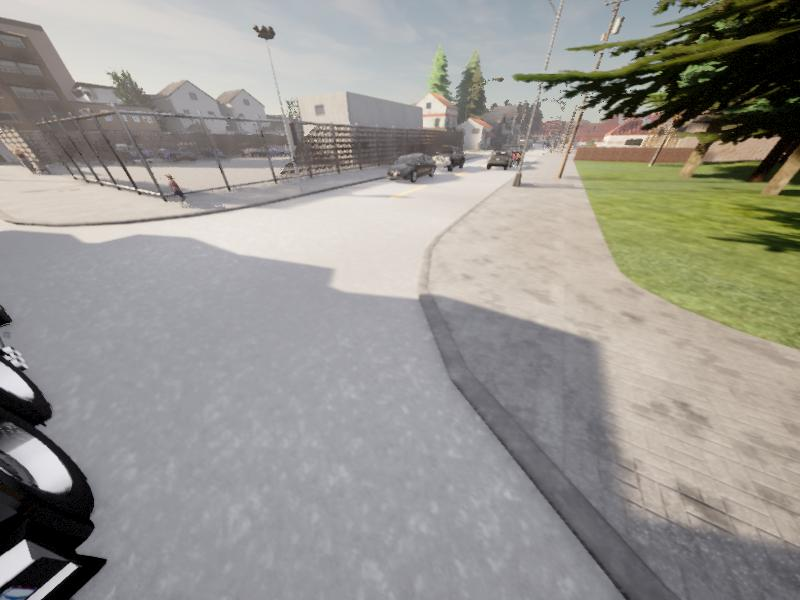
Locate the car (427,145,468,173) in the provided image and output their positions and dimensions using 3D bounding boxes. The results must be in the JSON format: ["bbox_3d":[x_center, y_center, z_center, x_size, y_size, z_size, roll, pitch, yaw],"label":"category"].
[{"bbox_3d":[4.256,-12.598,20.457,1.932,1.855,4.605,18,39,24],"label":"car"}]

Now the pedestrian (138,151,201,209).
[{"bbox_3d":[-8.715,-4.571,8.817,0.751,1.860,0.751,11,36,16],"label":"pedestrian"}]

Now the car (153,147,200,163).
[{"bbox_3d":[-29.093,-19.038,30.234,1.789,1.547,3.705,18,39,25],"label":"car"}]

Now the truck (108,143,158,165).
[{"bbox_3d":[-31.481,-17.252,27.268,4.478,2.038,2.069,18,39,25],"label":"truck"}]

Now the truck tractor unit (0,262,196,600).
[{"bbox_3d":[-5.108,-0.301,0.794,6.516,4.208,3.053,18,39,24],"label":"truck tractor unit"}]

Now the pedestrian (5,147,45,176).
[{"bbox_3d":[-29.053,-10.752,17.939,0.751,1.860,0.751,19,39,26],"label":"pedestrian"}]

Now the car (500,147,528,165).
[{"bbox_3d":[12.673,-16.052,25.648,2.007,1.525,4.514,17,38,23],"label":"car"}]

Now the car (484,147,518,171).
[{"bbox_3d":[9.281,-12.901,21.078,1.851,1.617,3.988,18,39,25],"label":"car"}]

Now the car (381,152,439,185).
[{"bbox_3d":[0.875,-9.186,15.919,1.837,1.490,4.892,18,39,24],"label":"car"}]

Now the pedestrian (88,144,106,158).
[{"bbox_3d":[-47.679,-23.424,36.350,0.751,1.860,0.751,14,37,20],"label":"pedestrian"}]

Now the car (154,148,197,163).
[{"bbox_3d":[-29.345,-18.912,30.181,5.357,1.415,2.033,18,39,25],"label":"car"}]
